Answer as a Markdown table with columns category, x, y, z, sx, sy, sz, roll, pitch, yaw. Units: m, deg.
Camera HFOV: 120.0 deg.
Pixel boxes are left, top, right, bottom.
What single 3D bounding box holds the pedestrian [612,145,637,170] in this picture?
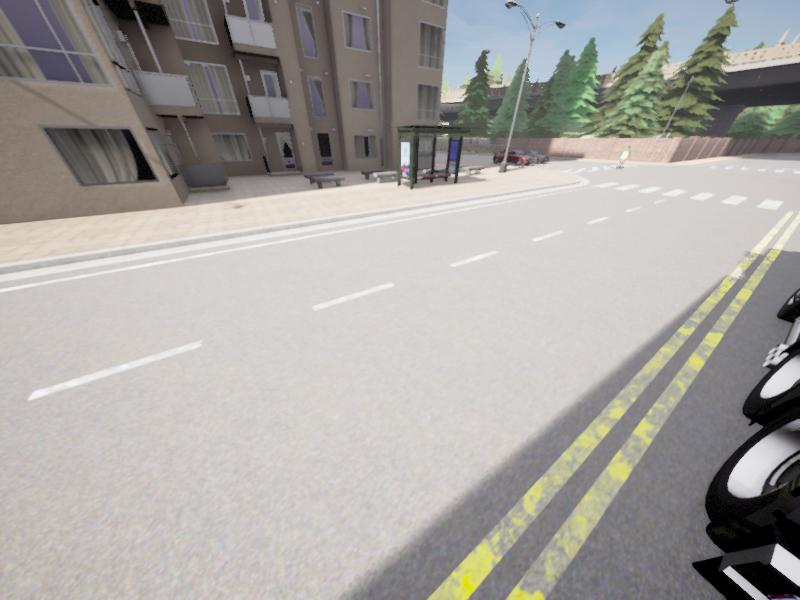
| category | x | y | z | sx | sy | sz | roll | pitch | yaw |
| --- | --- | --- | --- | --- | --- | --- | --- | --- | --- |
| pedestrian | 20.198 | -12.854 | 20.820 | 0.751 | 1.860 | 0.751 | -16 | 38 | -22 |

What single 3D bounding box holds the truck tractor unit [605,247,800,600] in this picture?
| category | x | y | z | sx | sy | sz | roll | pitch | yaw |
| --- | --- | --- | --- | --- | --- | --- | --- | --- | --- |
| truck tractor unit | 5.086 | -0.321 | 0.836 | 6.516 | 4.208 | 3.053 | -19 | 39 | -26 |

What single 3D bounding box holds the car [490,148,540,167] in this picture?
| category | x | y | z | sx | sy | sz | roll | pitch | yaw |
| --- | --- | --- | --- | --- | --- | --- | --- | --- | --- |
| car | 11.976 | -15.096 | 24.370 | 1.816 | 1.474 | 4.193 | -20 | 40 | -26 |

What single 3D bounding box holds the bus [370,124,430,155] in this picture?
| category | x | y | z | sx | sy | sz | roll | pitch | yaw |
| --- | --- | --- | --- | --- | --- | --- | --- | --- | --- |
| bus | -0.123 | -29.829 | 43.027 | 10.273 | 4.253 | 3.944 | 19 | 38 | 25 |

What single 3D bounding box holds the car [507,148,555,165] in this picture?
| category | x | y | z | sx | sy | sz | roll | pitch | yaw |
| --- | --- | --- | --- | --- | --- | --- | --- | --- | --- |
| car | 14.714 | -16.297 | 26.204 | 1.994 | 1.385 | 4.181 | -20 | 40 | -27 |
